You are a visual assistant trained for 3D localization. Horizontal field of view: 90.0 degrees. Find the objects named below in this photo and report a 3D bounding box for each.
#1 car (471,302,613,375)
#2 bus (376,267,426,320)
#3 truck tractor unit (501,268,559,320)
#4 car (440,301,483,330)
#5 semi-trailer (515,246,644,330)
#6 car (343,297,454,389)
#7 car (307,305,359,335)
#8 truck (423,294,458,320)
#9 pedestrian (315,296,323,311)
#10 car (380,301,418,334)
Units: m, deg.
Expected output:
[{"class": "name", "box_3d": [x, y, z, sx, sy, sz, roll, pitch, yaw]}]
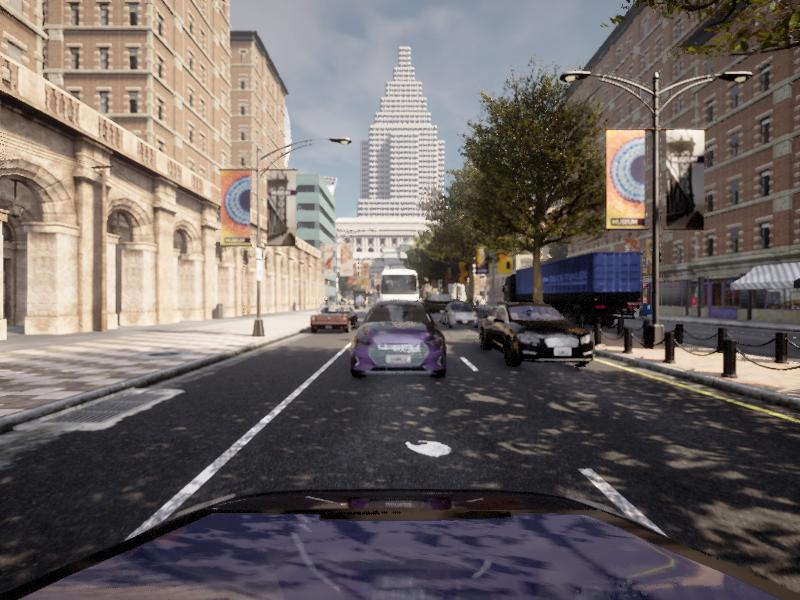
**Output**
[{"class": "car", "box_3d": [3.464, 0.835, 10.970, 2.128, 1.511, 4.902, 0, 0, 0]}, {"class": "bus", "box_3d": [0.023, -0.538, 36.982, 3.944, 4.253, 10.273, 0, 0, -1]}, {"class": "truck tractor unit", "box_3d": [11.383, -0.524, 35.836, 3.053, 4.208, 6.516, 0, 0, 0]}, {"class": "car", "box_3d": [3.426, 0.826, 22.920, 1.845, 1.501, 3.633, 0, 0, 0]}, {"class": "semi-trailer", "box_3d": [11.369, -0.619, 27.922, 2.717, 4.402, 14.254, 0, 0, 0]}, {"class": "car", "box_3d": [-0.035, 0.775, 9.727, 2.033, 1.649, 4.856, 0, 1, 0]}, {"class": "car", "box_3d": [-3.316, 0.938, 20.668, 1.895, 1.301, 4.718, 0, 0, 0]}, {"class": "truck", "box_3d": [3.390, 0.542, 34.781, 2.390, 2.098, 6.274, 0, 0, 0]}, {"class": "pedestrian", "box_3d": [-10.335, 0.483, 51.040, 0.751, 1.860, 0.751, 0, 0, 7]}, {"class": "car", "box_3d": [-0.071, 0.841, 21.753, 1.837, 1.490, 4.892, 0, 1, 0]}]
